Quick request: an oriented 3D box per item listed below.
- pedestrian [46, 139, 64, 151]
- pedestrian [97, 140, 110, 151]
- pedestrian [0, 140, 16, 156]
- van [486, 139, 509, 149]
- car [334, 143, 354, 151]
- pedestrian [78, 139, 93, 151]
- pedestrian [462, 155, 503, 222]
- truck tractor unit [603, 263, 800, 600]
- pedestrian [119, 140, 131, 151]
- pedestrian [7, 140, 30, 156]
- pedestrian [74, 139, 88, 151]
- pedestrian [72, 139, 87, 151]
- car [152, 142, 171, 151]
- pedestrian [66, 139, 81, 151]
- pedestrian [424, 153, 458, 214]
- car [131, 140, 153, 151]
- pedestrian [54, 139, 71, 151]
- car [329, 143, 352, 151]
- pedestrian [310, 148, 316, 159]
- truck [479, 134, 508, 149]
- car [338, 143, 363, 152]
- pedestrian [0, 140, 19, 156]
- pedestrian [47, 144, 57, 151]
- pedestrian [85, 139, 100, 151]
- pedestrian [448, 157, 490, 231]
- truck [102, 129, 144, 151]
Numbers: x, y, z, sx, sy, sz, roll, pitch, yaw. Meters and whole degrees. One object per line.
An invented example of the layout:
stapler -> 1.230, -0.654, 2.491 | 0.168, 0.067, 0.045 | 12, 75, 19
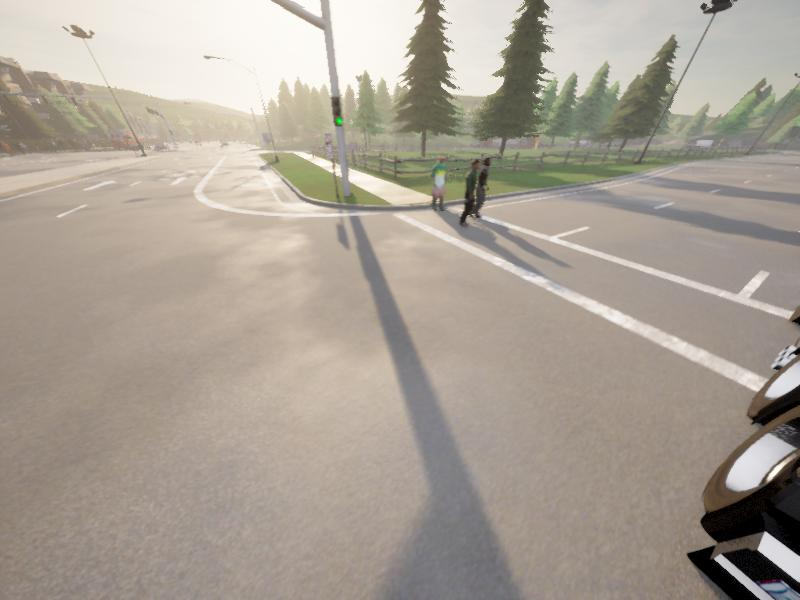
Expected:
pedestrian -> -62.501, -28.054, 41.864 | 0.751, 1.860, 0.751 | -18, 39, -24
pedestrian -> -59.407, -30.913, 46.273 | 0.751, 1.860, 0.751 | -17, 39, -24
pedestrian -> -57.264, -21.951, 33.399 | 0.751, 1.860, 0.751 | -14, 37, -20
van -> 29.910, -47.848, 70.987 | 6.366, 2.431, 2.351 | -18, 39, -24
car -> -13.205, -35.918, 54.156 | 3.988, 1.617, 1.851 | -18, 39, -24
pedestrian -> -60.905, -30.075, 44.759 | 0.751, 1.860, 0.751 | -21, 40, -27
pedestrian -> 2.684, -3.673, 7.649 | 0.751, 1.860, 0.751 | 21, 40, 27
truck tractor unit -> 5.105, -0.306, 0.793 | 6.516, 4.208, 3.053 | -18, 38, -24
pedestrian -> -56.070, -31.480, 47.119 | 0.751, 1.860, 0.751 | -22, 40, -28
pedestrian -> -56.201, -22.380, 34.024 | 0.751, 1.860, 0.751 | -18, 39, -25
pedestrian -> -61.831, -30.085, 44.771 | 0.751, 1.860, 0.751 | -23, 41, -29
pedestrian -> -61.547, -29.780, 44.335 | 0.751, 1.860, 0.751 | -23, 41, -29
car -> -53.739, -34.732, 52.173 | 1.837, 1.490, 4.892 | -18, 39, -24
pedestrian -> -63.108, -29.993, 44.649 | 0.751, 1.860, 0.751 | -17, 38, -23
pedestrian -> 1.453, -4.225, 8.430 | 0.751, 1.860, 0.751 | -18, 39, -25
car -> -57.338, -34.458, 51.426 | 1.905, 1.878, 3.866 | -18, 39, -25
pedestrian -> -62.159, -28.492, 42.497 | 0.751, 1.860, 0.751 | -13, 37, -18
car -> -14.586, -37.662, 56.888 | 5.027, 1.651, 2.152 | -18, 39, -24
pedestrian -> -11.381, -19.184, 30.234 | 0.500, 1.100, 0.500 | -15, 38, -21
truck -> 29.966, -50.742, 73.927 | 8.468, 3.827, 2.891 | -18, 39, -24
car -> -11.127, -34.291, 51.821 | 4.856, 1.649, 2.033 | -18, 39, -24
pedestrian -> -56.306, -21.746, 33.115 | 0.751, 1.860, 0.751 | -16, 38, -22
pedestrian -> -65.312, -28.636, 43.342 | 0.500, 1.100, 0.500 | -17, 38, -23
pedestrian -> -60.159, -30.329, 45.173 | 0.751, 1.860, 0.751 | -16, 38, -22
pedestrian -> 2.011, -3.125, 6.853 | 0.751, 1.860, 0.751 | 17, 38, 22
truck -> -62.525, -36.398, 52.451 | 2.891, 3.827, 8.468 | -18, 39, -25
